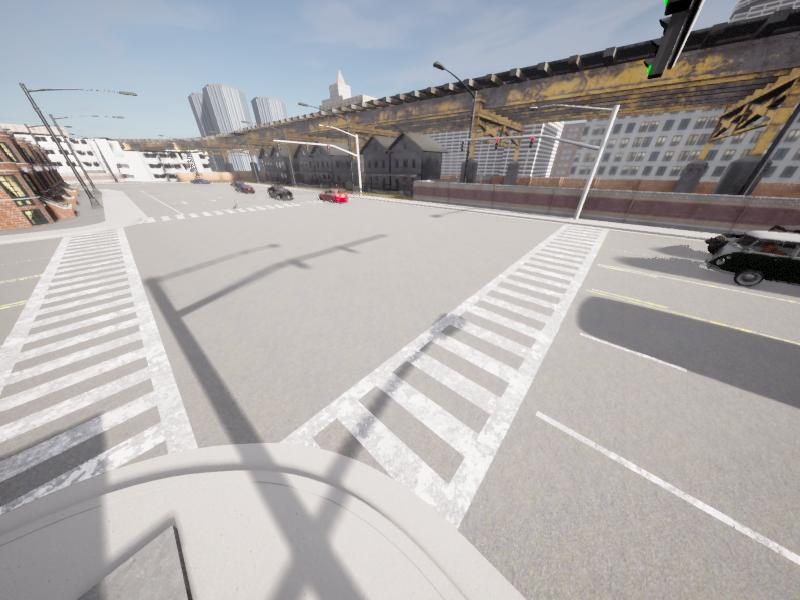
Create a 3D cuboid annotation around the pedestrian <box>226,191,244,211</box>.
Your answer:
[{"bbox_3d":[-17.561,-10.510,24.597,0.751,1.860,0.751,16,34,25],"label":"pedestrian"}]

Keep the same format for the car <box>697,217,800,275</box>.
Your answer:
[{"bbox_3d":[17.553,-2.545,10.819,3.866,1.878,1.905,24,38,35],"label":"car"}]

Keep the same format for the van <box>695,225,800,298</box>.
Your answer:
[{"bbox_3d":[15.097,-1.334,8.626,4.442,1.987,1.775,24,38,35],"label":"van"}]

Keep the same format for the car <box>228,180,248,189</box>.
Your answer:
[{"bbox_3d":[-36.954,-26.382,52.604,5.357,1.411,2.033,24,37,35],"label":"car"}]

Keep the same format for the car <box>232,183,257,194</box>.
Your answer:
[{"bbox_3d":[-28.318,-20.242,41.970,5.357,1.411,2.033,24,38,35],"label":"car"}]

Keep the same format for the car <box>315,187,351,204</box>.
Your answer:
[{"bbox_3d":[-9.023,-14.179,31.190,4.611,1.667,2.242,24,38,35],"label":"car"}]

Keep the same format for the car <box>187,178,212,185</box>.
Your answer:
[{"bbox_3d":[-53.549,-31.590,61.624,5.357,1.411,2.033,9,31,15],"label":"car"}]

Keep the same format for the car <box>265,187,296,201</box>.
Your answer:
[{"bbox_3d":[-17.407,-15.469,33.602,4.892,1.490,1.837,24,38,35],"label":"car"}]

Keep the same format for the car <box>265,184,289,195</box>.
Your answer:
[{"bbox_3d":[-21.834,-19.703,41.060,4.181,1.385,1.994,24,38,35],"label":"car"}]
